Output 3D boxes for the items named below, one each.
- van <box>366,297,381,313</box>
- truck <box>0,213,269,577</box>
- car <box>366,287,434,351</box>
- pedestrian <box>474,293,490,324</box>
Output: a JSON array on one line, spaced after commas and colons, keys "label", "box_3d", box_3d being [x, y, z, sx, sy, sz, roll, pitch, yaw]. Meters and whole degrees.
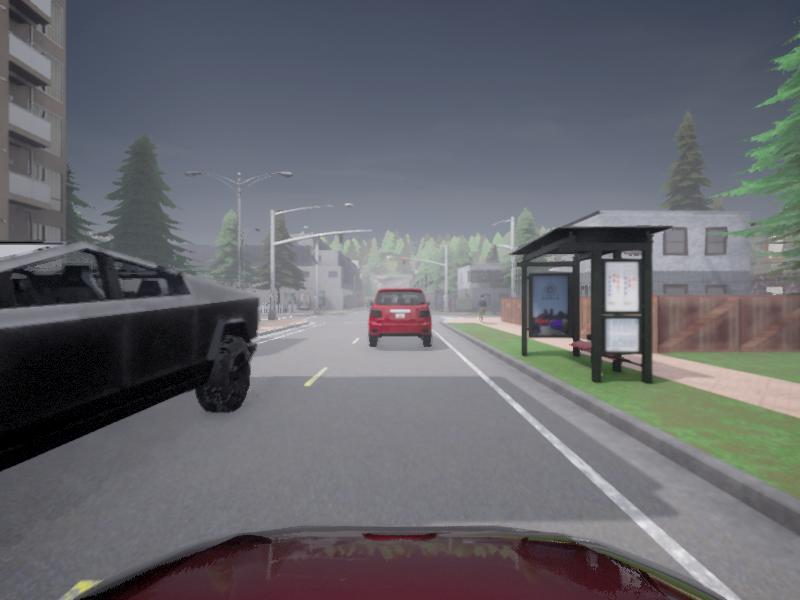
[{"label": "van", "box_3d": [-3.474, 0.661, 53.004, 1.775, 1.987, 4.442, 0, 0, 0]}, {"label": "truck", "box_3d": [-3.497, 0.547, 3.876, 2.390, 2.098, 6.274, 0, 0, 0]}, {"label": "car", "box_3d": [0.007, 0.589, 15.419, 2.150, 2.045, 5.566, 0, 0, 0]}, {"label": "pedestrian", "box_3d": [5.034, 0.515, 24.535, 0.751, 1.860, 0.751, 0, 0, -5]}]
